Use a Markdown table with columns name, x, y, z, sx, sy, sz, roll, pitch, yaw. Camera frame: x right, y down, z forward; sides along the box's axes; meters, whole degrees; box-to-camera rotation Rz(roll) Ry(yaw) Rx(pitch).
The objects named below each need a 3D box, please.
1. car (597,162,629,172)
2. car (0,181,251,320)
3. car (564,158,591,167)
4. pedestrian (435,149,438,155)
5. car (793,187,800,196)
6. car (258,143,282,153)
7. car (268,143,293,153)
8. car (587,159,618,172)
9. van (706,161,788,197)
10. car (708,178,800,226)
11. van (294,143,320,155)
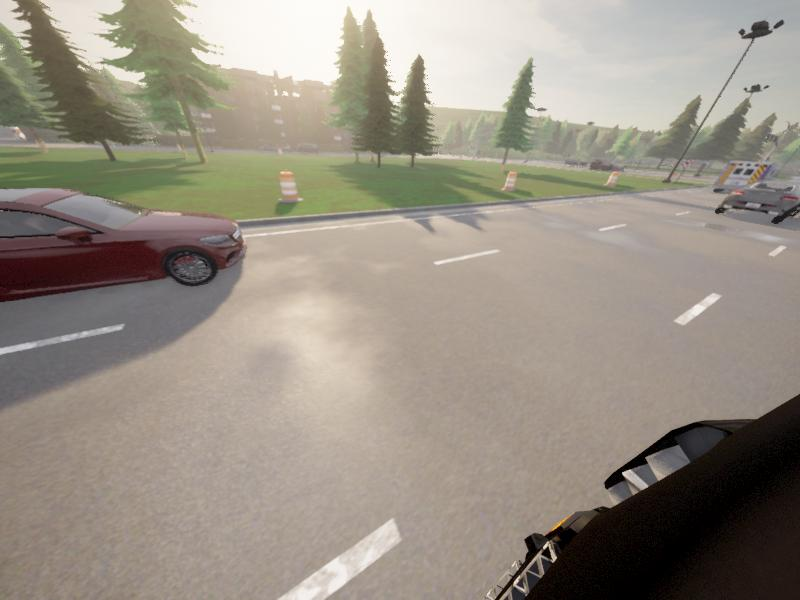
| name | x | y | z | sx | sy | sz | roll | pitch | yaw |
| --- | --- | --- | --- | --- | --- | --- | --- | --- | --- |
| car | 43.231 | -27.113 | 47.078 | 1.994 | 1.385 | 4.181 | -14 | 37 | -24 |
| car | -5.273 | -0.933 | 3.660 | 4.674 | 1.442 | 1.812 | -15 | 37 | -25 |
| car | 47.082 | -36.652 | 61.536 | 1.930 | 1.638 | 5.238 | -14 | 37 | -24 |
| pedestrian | 15.380 | -62.608 | 97.703 | 0.751 | 1.860 | 0.751 | -13 | 37 | -22 |
| car | 39.860 | -10.556 | 21.883 | 4.718 | 1.301 | 1.895 | -15 | 37 | -25 |
| car | -27.184 | -31.664 | 48.178 | 3.988 | 1.617 | 1.851 | -15 | 37 | -25 |
| car | -26.668 | -34.019 | 51.716 | 4.611 | 1.667 | 2.242 | -15 | 37 | -25 |
| car | 39.982 | -26.720 | 45.756 | 1.905 | 1.878 | 3.866 | -14 | 37 | -24 |
| van | 31.039 | -10.895 | 20.674 | 6.366 | 2.431 | 2.351 | -15 | 37 | -25 |
| car | 18.571 | -5.093 | 11.659 | 5.027 | 1.651 | 2.152 | -15 | 37 | -25 |
| van | -19.450 | -31.645 | 48.413 | 4.442 | 1.987 | 1.775 | -15 | 37 | -25 |
